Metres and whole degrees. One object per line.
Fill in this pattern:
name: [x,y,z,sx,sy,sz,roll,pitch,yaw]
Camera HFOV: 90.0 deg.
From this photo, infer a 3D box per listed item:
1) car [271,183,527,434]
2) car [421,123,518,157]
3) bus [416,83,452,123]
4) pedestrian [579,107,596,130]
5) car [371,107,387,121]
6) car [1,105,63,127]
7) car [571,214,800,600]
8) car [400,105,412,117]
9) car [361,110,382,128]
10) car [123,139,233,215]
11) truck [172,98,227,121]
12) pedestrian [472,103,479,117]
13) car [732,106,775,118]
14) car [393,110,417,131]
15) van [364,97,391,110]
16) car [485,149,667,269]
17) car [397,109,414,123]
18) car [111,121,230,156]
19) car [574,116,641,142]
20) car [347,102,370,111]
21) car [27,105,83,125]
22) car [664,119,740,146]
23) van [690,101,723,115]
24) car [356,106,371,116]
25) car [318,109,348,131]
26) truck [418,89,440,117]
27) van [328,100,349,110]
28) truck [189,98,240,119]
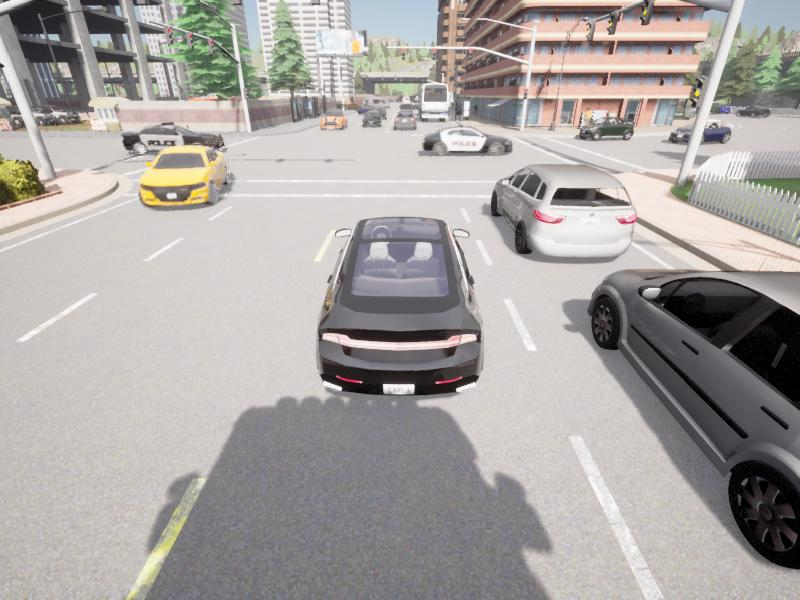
car: [0.023,-0.454,5.857,2.128,1.511,4.902,0,27,1]
car: [3.707,-8.883,22.210,4.974,1.542,2.038,0,27,0]
bus: [4.140,-25.661,51.984,3.944,4.253,10.273,0,27,1]
pedestrian: [16.440,-15.923,35.112,0.751,1.860,0.751,-6,28,-12]
car: [-2.724,-24.978,53.676,1.837,1.490,4.892,0,27,1]
car: [-36.857,-18.474,40.154,3.866,1.878,1.905,0,27,1]
car: [3.495,0.484,3.924,1.851,1.617,3.988,0,27,1]
car: [0.929,-29.948,63.304,1.801,1.575,5.366,0,27,1]
car: [-2.902,-19.095,42.207,1.837,1.490,4.892,0,27,1]
car: [-6.994,-4.273,13.277,1.882,1.535,5.008,-5,28,-13]
truck: [-25.065,-23.991,50.336,5.204,2.467,2.615,0,27,1]
pedestrian: [10.705,-26.866,56.562,0.751,1.860,0.751,0,27,0]
car: [51.340,-27.377,58.206,1.837,1.490,4.892,1,27,1]
car: [0.515,-17.746,39.387,2.242,1.667,4.611,1,27,1]
van: [-4.948,-44.334,90.205,5.915,2.561,1.988,1,27,1]
car: [3.605,-2.398,9.471,2.242,1.667,4.611,1,27,1]
car: [0.727,-23.168,50.254,2.033,1.411,5.357,0,27,1]
car: [-12.716,-9.109,22.485,5.238,1.638,1.930,-2,27,-4]
car: [15.048,-12.479,29.121,3.705,1.549,1.789,-5,28,-10]
car: [-8.981,-41.628,86.077,5.008,1.535,1.882,21,34,35]
car: [-36.820,-19.816,42.771,3.866,1.878,1.905,0,27,1]
car: [20.351,-11.372,27.047,3.806,1.475,1.970,-9,29,-18]
van: [51.570,-32.393,67.450,1.775,1.987,4.442,1,27,1]
car: [-6.022,-31.452,66.497,1.895,1.301,4.718,0,27,1]
car: [-6.454,-17.657,39.076,2.097,1.767,4.553,0,27,1]
truck: [4.444,-31.278,63.388,2.891,3.827,8.468,0,27,1]
van: [-13.907,-44.151,90.500,4.442,1.987,1.775,1,27,1]
truck: [-25.011,-25.959,54.171,5.204,2.467,2.615,0,27,1]
